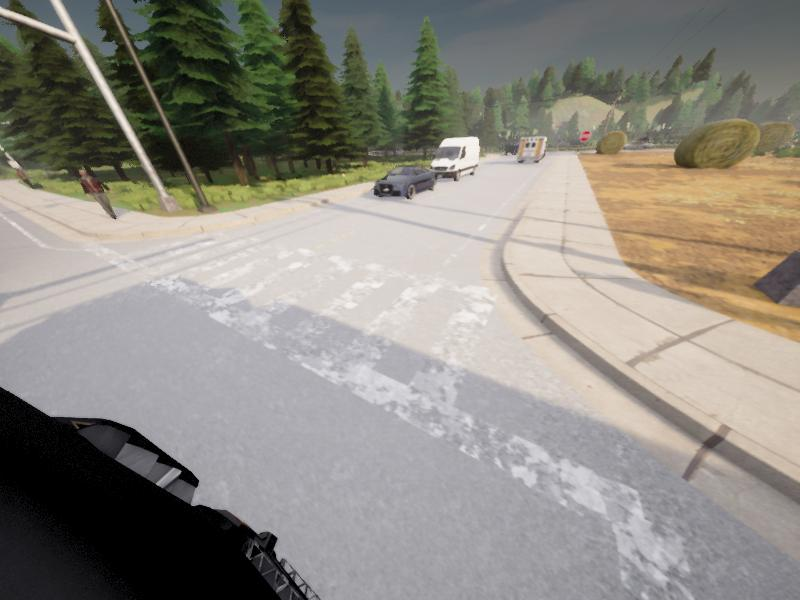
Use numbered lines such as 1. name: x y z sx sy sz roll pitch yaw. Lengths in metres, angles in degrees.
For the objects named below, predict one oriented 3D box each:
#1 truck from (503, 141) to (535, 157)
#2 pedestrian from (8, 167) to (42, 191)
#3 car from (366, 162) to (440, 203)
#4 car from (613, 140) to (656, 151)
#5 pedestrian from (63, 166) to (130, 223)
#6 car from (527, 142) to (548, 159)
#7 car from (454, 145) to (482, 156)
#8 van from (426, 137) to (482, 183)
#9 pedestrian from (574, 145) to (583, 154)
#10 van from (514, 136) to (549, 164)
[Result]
1. truck: 20.376 -26.256 40.029 2.390 2.098 6.274 0 34 2
2. pedestrian: -34.470 -11.148 21.265 0.751 1.860 0.751 24 42 34
3. car: 0.344 -6.406 12.355 1.994 1.385 4.181 17 38 27
4. car: 38.880 -25.687 38.463 4.718 1.301 1.895 19 39 29
5. pedestrian: -11.542 -4.020 8.842 0.751 1.860 0.751 22 41 32
6. car: 19.273 -20.965 32.353 1.905 1.878 3.866 17 38 27
7. car: 14.434 -31.728 49.053 5.238 1.638 1.930 19 39 29
8. van: 4.173 -10.579 17.284 1.988 2.561 5.915 17 38 27
9. pedestrian: 25.898 -21.837 33.564 0.500 1.100 0.500 -7 34 -7
10. van: 15.519 -17.609 27.105 2.351 2.431 6.366 17 38 27
